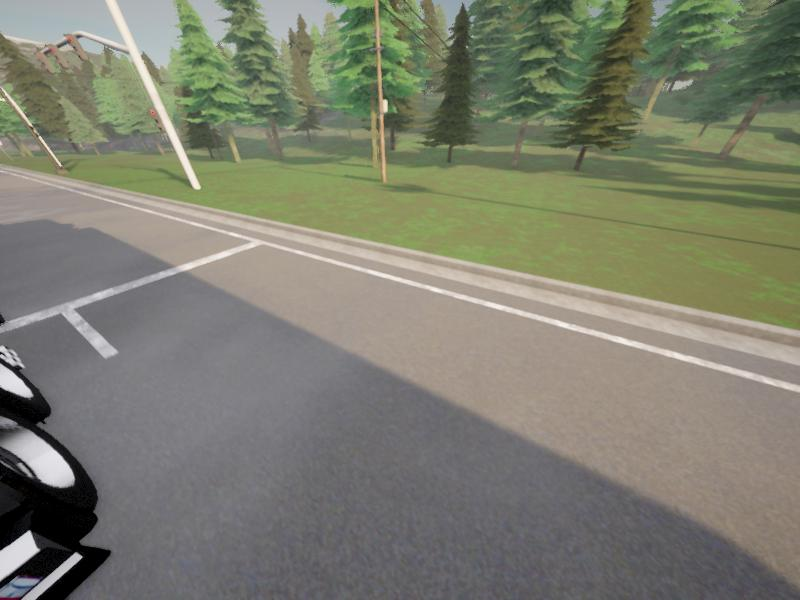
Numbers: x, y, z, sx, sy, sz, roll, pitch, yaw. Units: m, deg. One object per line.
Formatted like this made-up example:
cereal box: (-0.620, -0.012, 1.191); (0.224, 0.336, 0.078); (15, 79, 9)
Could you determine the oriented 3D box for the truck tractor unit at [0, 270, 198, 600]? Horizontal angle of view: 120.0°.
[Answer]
truck tractor unit: (-5.129, -0.282, 0.763); (6.516, 4.208, 3.053); (18, 39, 24)
